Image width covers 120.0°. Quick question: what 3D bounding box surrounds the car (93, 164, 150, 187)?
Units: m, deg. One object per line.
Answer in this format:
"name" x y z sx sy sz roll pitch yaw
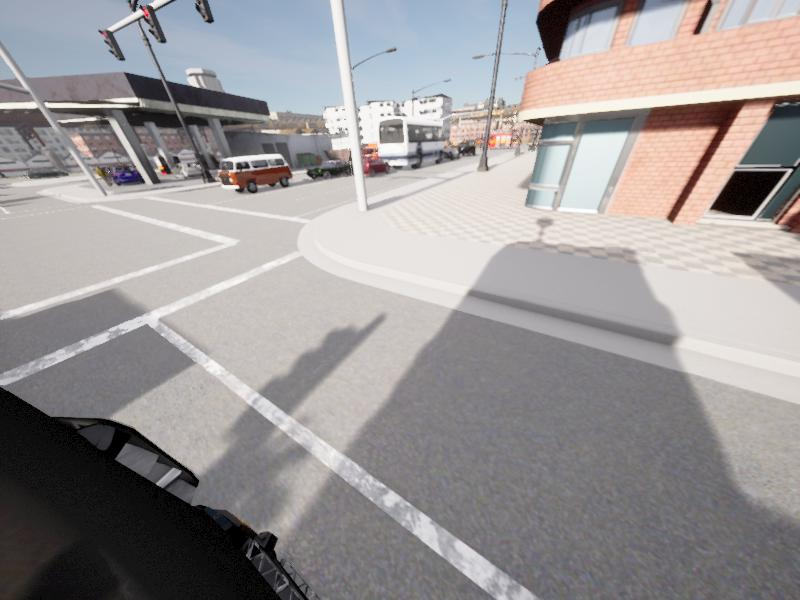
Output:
"car" -27.903 -12.542 23.148 4.611 1.667 2.242 16 39 27

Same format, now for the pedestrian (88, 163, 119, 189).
"pedestrian" -25.346 -10.599 19.774 0.751 1.860 0.751 21 41 31

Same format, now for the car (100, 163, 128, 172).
"car" -67.640 -31.310 54.631 1.845 1.501 3.633 16 39 26

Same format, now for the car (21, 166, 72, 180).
"car" -64.296 -23.209 42.110 2.097 1.767 4.553 16 39 26

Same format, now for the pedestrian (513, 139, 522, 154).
"pedestrian" 18.551 -24.286 36.524 0.751 1.860 0.751 15 38 25

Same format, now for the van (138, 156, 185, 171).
"van" -53.092 -30.623 51.633 2.351 2.431 6.366 16 39 26

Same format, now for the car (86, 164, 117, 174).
"car" -66.048 -29.044 51.129 1.789 1.549 3.705 16 39 26

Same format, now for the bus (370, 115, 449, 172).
"bus" 1.573 -16.999 25.249 3.944 4.253 10.273 16 38 26

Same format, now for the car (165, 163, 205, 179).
"car" -25.638 -15.473 27.608 3.806 1.475 1.970 16 39 27

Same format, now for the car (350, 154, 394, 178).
"car" -2.328 -11.648 20.053 1.845 1.501 3.633 16 38 26

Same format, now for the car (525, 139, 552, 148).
"car" 34.366 -38.837 57.375 5.366 1.575 1.801 16 38 27

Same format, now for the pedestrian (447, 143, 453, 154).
"pedestrian" 11.030 -33.462 51.042 0.751 1.860 0.751 18 39 28

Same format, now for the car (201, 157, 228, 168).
"car" -39.191 -29.134 48.990 1.930 1.638 5.238 -6 34 -4

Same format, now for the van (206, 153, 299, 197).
"van" -9.556 -8.491 15.494 2.069 2.038 4.480 15 38 25

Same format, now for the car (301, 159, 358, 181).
"car" -6.086 -11.662 20.592 1.895 1.301 4.718 16 38 26

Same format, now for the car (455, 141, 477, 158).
"car" 11.243 -25.563 39.165 2.150 2.045 5.566 14 38 24

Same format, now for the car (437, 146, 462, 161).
"car" 7.307 -21.364 33.708 2.038 1.542 4.974 15 38 25

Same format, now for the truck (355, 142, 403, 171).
"truck" -2.154 -16.195 25.967 2.627 2.467 5.204 16 38 26

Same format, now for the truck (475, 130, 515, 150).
"truck" 24.135 -40.660 58.954 8.468 3.827 2.891 19 40 30
